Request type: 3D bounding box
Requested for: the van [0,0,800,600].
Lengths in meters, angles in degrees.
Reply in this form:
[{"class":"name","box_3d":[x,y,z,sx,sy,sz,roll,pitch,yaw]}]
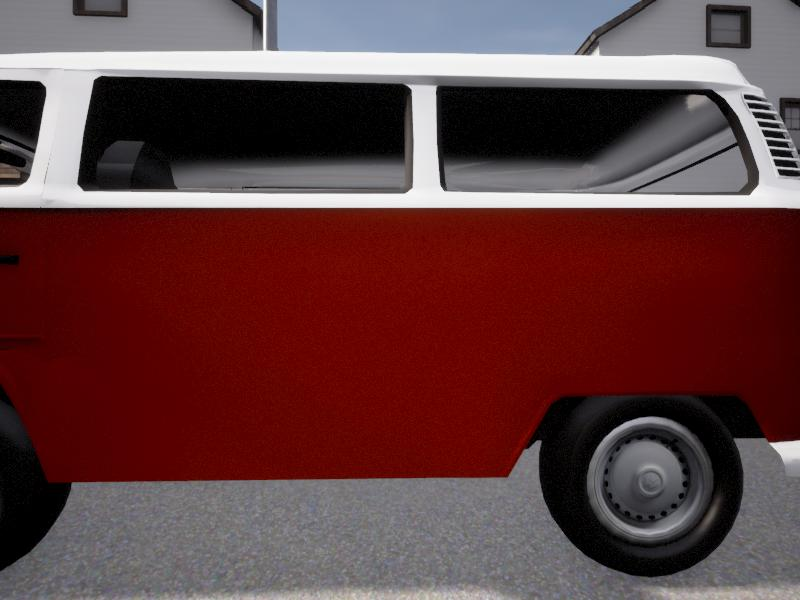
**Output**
[{"class":"van","box_3d":[-0.423,-0.028,2.192,4.480,2.038,2.069,0,0,-2]}]
